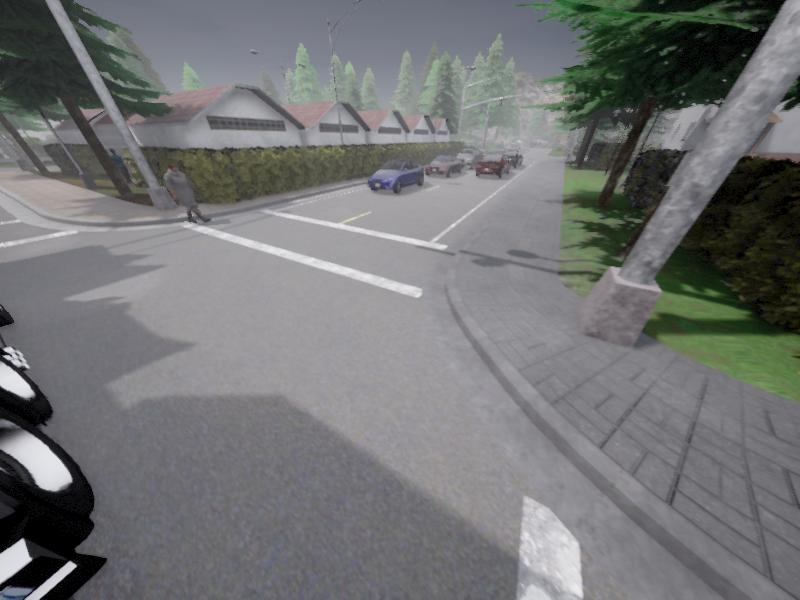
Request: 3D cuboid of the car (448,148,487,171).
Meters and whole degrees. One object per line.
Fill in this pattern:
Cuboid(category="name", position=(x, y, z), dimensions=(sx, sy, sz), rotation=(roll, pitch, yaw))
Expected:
Cuboid(category="car", position=(6.730, -13.997, 22.846), dimensions=(2.152, 1.651, 5.027), rotation=(18, 39, 24))

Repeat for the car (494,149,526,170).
Cuboid(category="car", position=(11.187, -14.316, 23.375), dimensions=(1.882, 1.535, 5.008), rotation=(19, 39, 25))

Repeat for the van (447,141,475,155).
Cuboid(category="van", position=(11.098, -27.755, 42.145), dimensions=(4.442, 1.987, 1.775), rotation=(19, 39, 25))

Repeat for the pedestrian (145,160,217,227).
Cuboid(category="pedestrian", position=(-7.023, -3.450, 7.531), dimensions=(0.751, 1.860, 0.751), rotation=(6, 35, 8))

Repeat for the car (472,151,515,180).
Cuboid(category="car", position=(7.446, -10.665, 18.161), dimensions=(1.882, 1.535, 5.008), rotation=(19, 39, 25))

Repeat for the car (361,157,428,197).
Cuboid(category="car", position=(-0.131, -7.205, 13.274), dimensions=(1.816, 1.474, 4.193), rotation=(19, 39, 24))

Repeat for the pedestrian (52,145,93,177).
Cuboid(category="pedestrian", position=(-23.021, -9.774, 16.278), dimensions=(0.751, 1.860, 0.751), rotation=(19, 39, 25))

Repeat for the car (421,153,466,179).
Cuboid(category="car", position=(3.556, -10.755, 18.437), dimensions=(1.994, 1.385, 4.181), rotation=(19, 39, 25))

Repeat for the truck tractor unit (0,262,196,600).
Cuboid(category="truck tractor unit", position=(-5.118, -0.289, 0.802), dimensions=(6.516, 4.208, 3.053), rotation=(18, 39, 25))

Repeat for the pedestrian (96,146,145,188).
Cuboid(category="pedestrian", position=(-14.849, -7.067, 12.325), dimensions=(0.751, 1.860, 0.751), rotation=(19, 39, 25))
